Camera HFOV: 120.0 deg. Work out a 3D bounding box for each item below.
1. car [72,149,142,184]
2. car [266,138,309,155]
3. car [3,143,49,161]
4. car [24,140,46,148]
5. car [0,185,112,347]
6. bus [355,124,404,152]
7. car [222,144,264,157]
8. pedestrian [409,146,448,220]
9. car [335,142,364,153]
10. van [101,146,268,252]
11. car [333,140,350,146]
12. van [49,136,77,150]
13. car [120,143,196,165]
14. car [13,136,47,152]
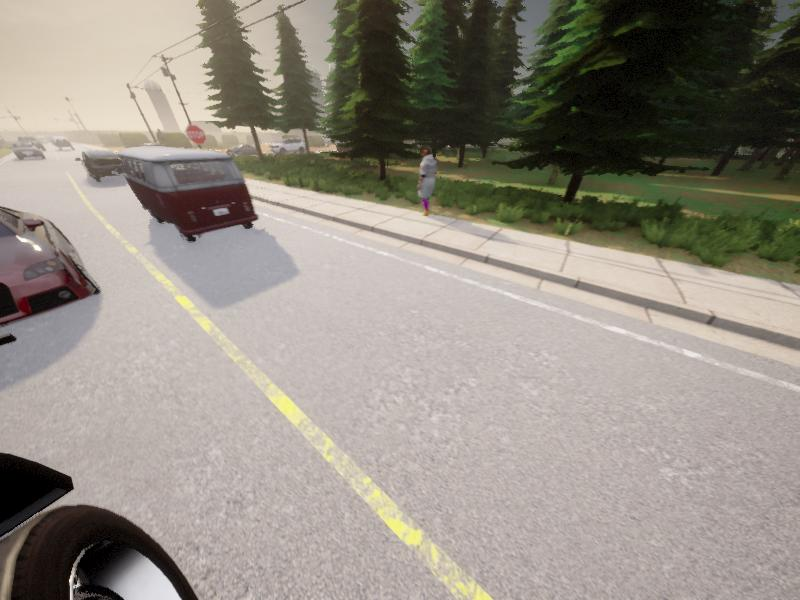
[{"bbox_3d":[-18.379,-8.463,14.447,4.892,1.490,1.837,25,42,30],"label":"car"},{"bbox_3d":[-17.558,-24.215,36.369,2.150,2.045,5.566,23,42,28],"label":"car"},{"bbox_3d":[-42.173,-16.870,26.159,4.902,1.511,2.128,25,42,30],"label":"car"},{"bbox_3d":[-79.083,-33.879,50.080,3.806,1.475,1.970,25,42,30],"label":"car"},{"bbox_3d":[-6.872,-0.696,3.647,4.181,1.385,1.994,23,41,29],"label":"car"},{"bbox_3d":[-3.731,-32.805,46.768,3.944,4.253,10.273,23,41,28],"label":"bus"},{"bbox_3d":[-21.583,-20.731,31.992,1.994,1.385,4.181,22,41,27],"label":"car"},{"bbox_3d":[0.819,-3.528,6.998,0.751,1.860,0.751,-28,44,-34],"label":"pedestrian"},{"bbox_3d":[-8.996,-27.358,41.401,2.163,1.488,4.792,23,41,28],"label":"car"},{"bbox_3d":[-6.121,-3.139,6.581,4.442,1.987,1.775,24,41,29],"label":"van"},{"bbox_3d":[-18.716,-50.002,73.454,5.357,1.411,2.033,22,41,28],"label":"car"},{"bbox_3d":[-62.401,-29.013,42.759,4.480,2.038,2.069,25,42,30],"label":"van"},{"bbox_3d":[-24.231,-14.922,23.503,2.152,1.651,5.027,4,35,7],"label":"car"},{"bbox_3d":[-60.228,-25.436,37.696,5.566,2.045,2.150,25,42,31],"label":"car"}]
